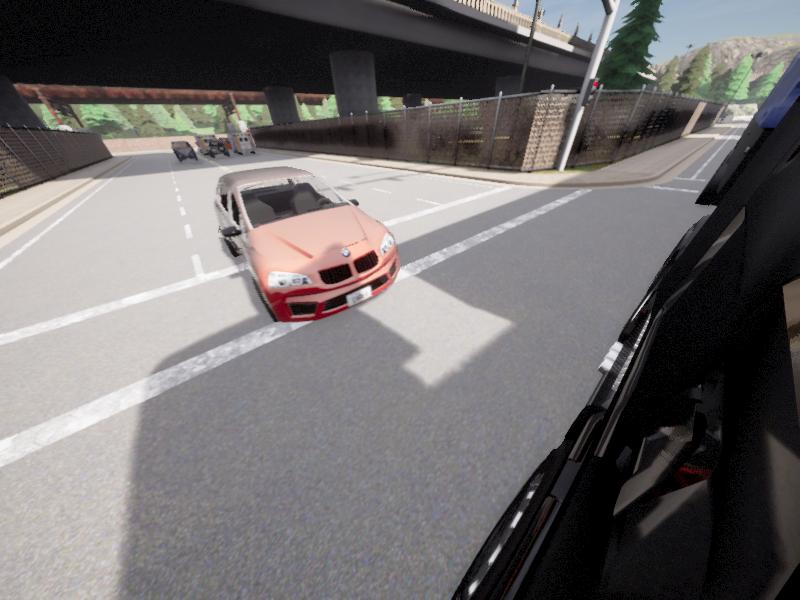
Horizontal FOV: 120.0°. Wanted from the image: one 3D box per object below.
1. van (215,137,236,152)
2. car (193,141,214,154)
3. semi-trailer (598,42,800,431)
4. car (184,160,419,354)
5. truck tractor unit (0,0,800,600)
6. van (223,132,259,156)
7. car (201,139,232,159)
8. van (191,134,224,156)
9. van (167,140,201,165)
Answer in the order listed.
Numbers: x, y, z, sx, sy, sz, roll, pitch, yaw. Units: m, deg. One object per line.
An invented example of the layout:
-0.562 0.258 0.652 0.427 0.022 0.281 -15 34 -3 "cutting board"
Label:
-31.183 -27.829 41.244 1.775 1.987 4.442 -28 43 -30 "van"
-33.304 -25.877 39.089 1.851 1.617 3.988 -28 44 -30 "car"
8.685 -3.617 4.236 14.254 4.402 2.717 -28 44 -30 "semi-trailer"
-2.063 -1.452 4.367 2.242 1.667 4.611 -28 43 -30 "car"
2.645 -0.295 0.351 6.516 4.208 3.053 -28 44 -30 "truck tractor unit"
-22.634 -22.200 32.809 2.351 2.431 6.366 -28 44 -30 "van"
-23.246 -19.154 29.231 1.932 1.855 4.605 -28 44 -30 "car"
-28.460 -22.905 34.122 2.351 2.431 6.366 -28 44 -30 "van"
-23.159 -15.889 24.769 1.775 1.987 4.442 -28 44 -30 "van"
